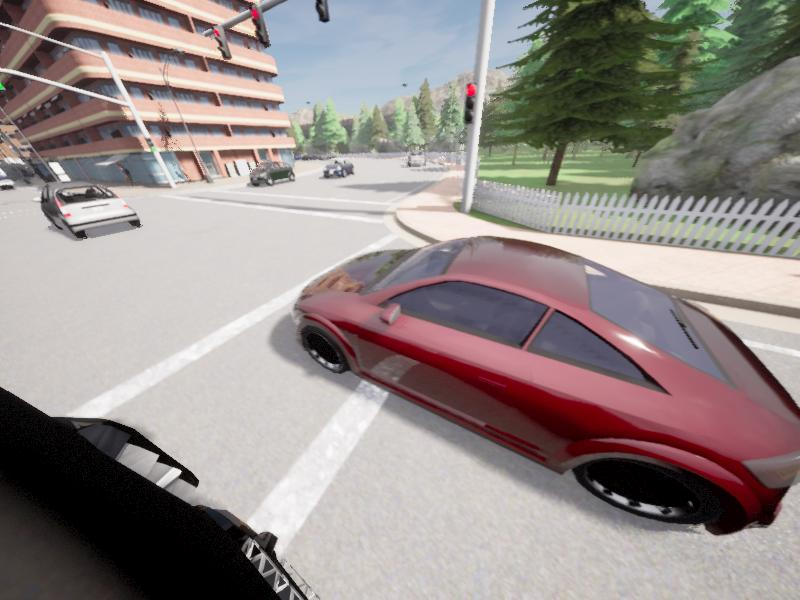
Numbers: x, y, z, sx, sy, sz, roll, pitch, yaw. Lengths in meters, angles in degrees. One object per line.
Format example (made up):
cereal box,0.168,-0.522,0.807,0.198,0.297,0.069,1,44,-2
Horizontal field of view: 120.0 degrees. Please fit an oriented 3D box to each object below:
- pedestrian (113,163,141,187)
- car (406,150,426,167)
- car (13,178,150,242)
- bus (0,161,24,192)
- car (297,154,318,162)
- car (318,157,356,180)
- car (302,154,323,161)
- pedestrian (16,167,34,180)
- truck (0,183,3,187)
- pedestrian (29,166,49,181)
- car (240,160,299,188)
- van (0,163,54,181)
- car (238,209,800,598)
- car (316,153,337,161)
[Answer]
pedestrian,-24.598,-11.290,20.844,0.751,1.860,0.751,18,39,28
car,2.006,-18.543,30.120,2.242,1.667,4.611,-3,34,-1
car,-11.865,-3.514,8.657,3.988,1.617,1.851,16,38,25
bus,-47.492,-14.390,25.423,10.273,4.253,3.944,15,38,25
car,-23.839,-36.688,59.582,4.892,1.490,1.837,16,38,26
car,-5.676,-12.246,21.400,1.970,1.475,3.806,3,34,9
car,-23.758,-38.864,62.938,5.357,1.411,2.033,16,38,26
pedestrian,-63.194,-21.368,38.982,0.751,1.860,0.751,18,39,28
truck,-58.132,-17.247,30.930,8.468,3.827,2.891,16,38,25
pedestrian,-53.184,-18.583,34.020,0.751,1.860,0.751,20,40,30
car,-10.279,-10.166,18.550,1.789,1.549,3.705,8,35,16
van,-72.313,-24.635,44.267,1.988,2.561,5.915,16,38,26
car,0.710,0.094,2.522,4.181,1.385,1.994,15,38,25
car,-17.783,-34.546,55.867,4.974,1.542,2.038,22,41,33
